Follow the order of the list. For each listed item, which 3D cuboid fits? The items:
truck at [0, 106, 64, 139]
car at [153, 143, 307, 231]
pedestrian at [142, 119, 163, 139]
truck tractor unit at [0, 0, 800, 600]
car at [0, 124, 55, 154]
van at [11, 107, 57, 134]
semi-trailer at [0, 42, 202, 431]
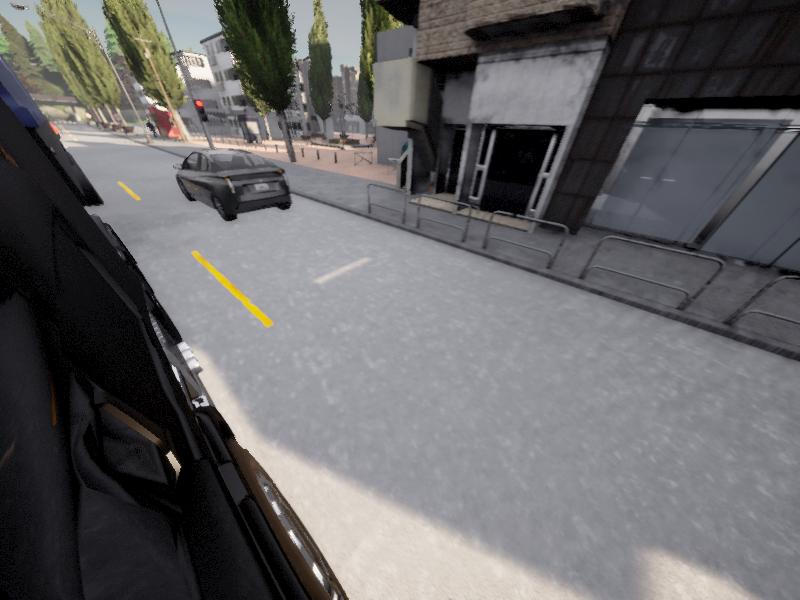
[{"bbox_3d":[-37.080,-17.822,23.344,5.204,2.467,2.627,27,43,31],"label":"truck"},{"bbox_3d":[-5.128,-3.647,6.952,4.514,1.525,2.007,28,43,30],"label":"car"},{"bbox_3d":[-28.843,-19.920,26.922,0.751,1.860,0.751,23,41,25],"label":"pedestrian"},{"bbox_3d":[-2.645,-0.295,0.351,6.516,4.208,3.053,28,44,30],"label":"truck tractor unit"},{"bbox_3d":[-26.770,-10.881,15.524,1.994,1.385,4.181,-11,39,-18],"label":"car"},{"bbox_3d":[-47.285,-23.265,29.975,5.915,2.561,1.988,28,43,30],"label":"van"},{"bbox_3d":[-8.703,-3.590,4.240,14.254,4.402,2.717,28,44,30],"label":"semi-trailer"}]
